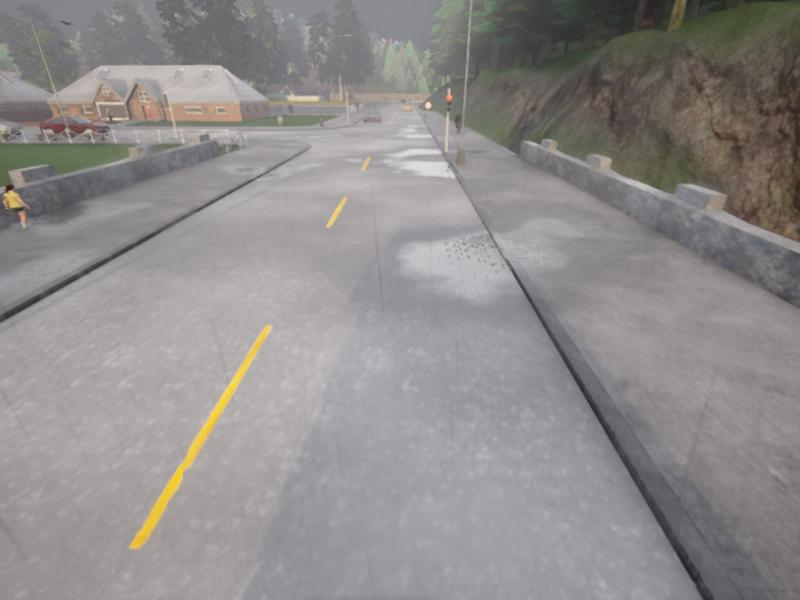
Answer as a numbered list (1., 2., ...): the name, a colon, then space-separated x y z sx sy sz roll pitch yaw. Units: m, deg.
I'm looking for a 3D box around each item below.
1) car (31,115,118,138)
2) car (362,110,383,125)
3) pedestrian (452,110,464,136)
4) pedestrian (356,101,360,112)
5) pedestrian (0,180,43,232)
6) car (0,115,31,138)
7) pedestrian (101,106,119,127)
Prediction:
1. car: -25.859 -13.871 31.922 5.008 1.535 1.882 1 27 1
2. car: -3.138 -21.191 46.360 1.994 1.385 4.181 0 27 1
3. pedestrian: 4.529 -13.784 31.134 0.751 1.860 0.751 1 27 2
4. pedestrian: -7.943 -36.660 75.638 0.751 1.860 0.751 0 27 0
5. pedestrian: -9.079 -2.205 9.427 0.500 1.100 0.500 0 27 0
6. car: -32.901 -13.910 32.005 4.514 1.525 2.007 0 27 1
7. pedestrian: -28.967 -18.341 39.982 0.751 1.860 0.751 0 27 0
